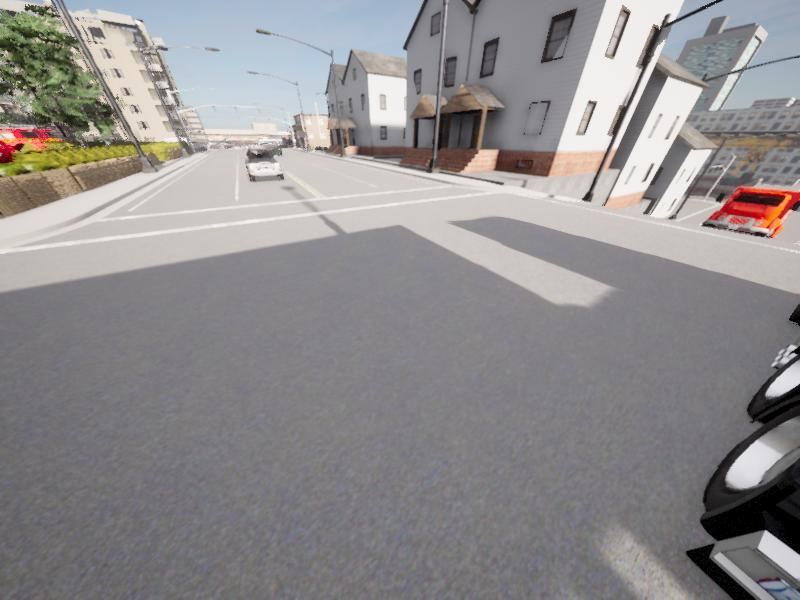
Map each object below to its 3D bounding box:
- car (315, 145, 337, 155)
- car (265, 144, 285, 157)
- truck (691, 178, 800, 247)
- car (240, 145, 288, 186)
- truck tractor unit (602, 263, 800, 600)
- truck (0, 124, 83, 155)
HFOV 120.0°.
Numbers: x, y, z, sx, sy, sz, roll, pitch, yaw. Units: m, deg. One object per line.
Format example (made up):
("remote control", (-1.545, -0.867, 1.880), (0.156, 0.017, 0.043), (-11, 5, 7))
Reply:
("car", (-17.934, -36.342, 55.963), (4.674, 1.442, 1.812), (-10, 35, -29))
("car", (-20.187, -24.081, 37.102), (2.038, 1.542, 4.974), (-18, 39, -24))
("truck", (19.084, -4.611, 12.604), (5.204, 2.467, 2.627), (-6, 32, -32))
("car", (-9.046, -9.005, 15.221), (1.932, 1.855, 4.605), (-18, 39, -24))
("truck tractor unit", (5.109, -0.302, 0.785), (6.516, 4.208, 3.053), (-18, 39, -24))
("truck", (-58.271, -25.245, 36.424), (8.468, 3.827, 2.891), (-17, 39, -24))
